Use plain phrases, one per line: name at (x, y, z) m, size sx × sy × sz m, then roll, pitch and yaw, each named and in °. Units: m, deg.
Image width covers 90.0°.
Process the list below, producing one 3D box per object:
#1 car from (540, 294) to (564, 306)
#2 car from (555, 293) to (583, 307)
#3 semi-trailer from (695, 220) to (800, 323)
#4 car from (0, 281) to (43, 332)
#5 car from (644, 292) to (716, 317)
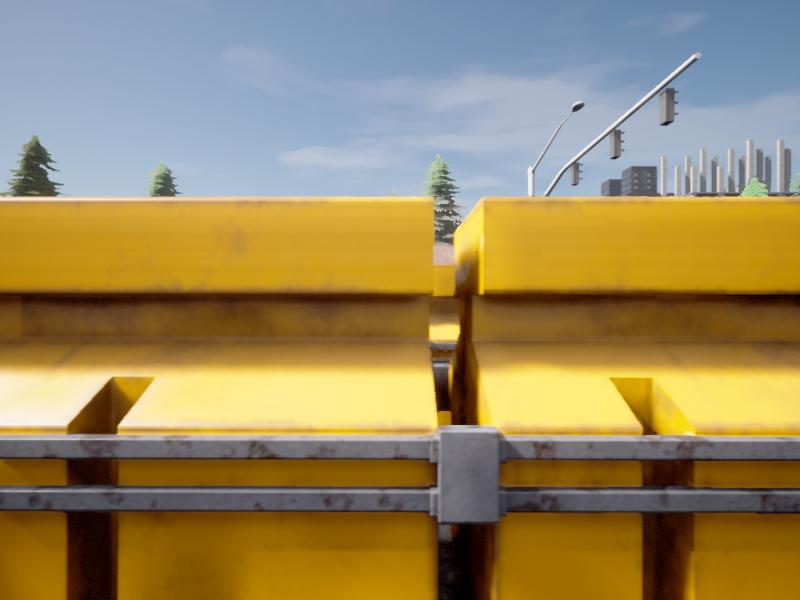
car at (26.031, -0.003, 68.552) m, size 2.150 × 2.045 × 5.566 m, roll 0°, pitch 0°, yaw 2°
car at (25.800, -0.004, 61.252) m, size 2.150 × 2.045 × 5.566 m, roll 0°, pitch 0°, yaw 2°
semi-trailer at (18.864, -1.205, 15.182) m, size 2.717 × 4.402 × 14.254 m, roll 0°, pitch 0°, yaw -11°
car at (-14.745, 0.206, 12.720) m, size 4.974 × 1.542 × 2.038 m, roll 0°, pitch 0°, yaw 0°
car at (17.641, 0.272, 25.414) m, size 1.970 × 1.475 × 3.806 m, roll 0°, pitch 0°, yaw 2°
